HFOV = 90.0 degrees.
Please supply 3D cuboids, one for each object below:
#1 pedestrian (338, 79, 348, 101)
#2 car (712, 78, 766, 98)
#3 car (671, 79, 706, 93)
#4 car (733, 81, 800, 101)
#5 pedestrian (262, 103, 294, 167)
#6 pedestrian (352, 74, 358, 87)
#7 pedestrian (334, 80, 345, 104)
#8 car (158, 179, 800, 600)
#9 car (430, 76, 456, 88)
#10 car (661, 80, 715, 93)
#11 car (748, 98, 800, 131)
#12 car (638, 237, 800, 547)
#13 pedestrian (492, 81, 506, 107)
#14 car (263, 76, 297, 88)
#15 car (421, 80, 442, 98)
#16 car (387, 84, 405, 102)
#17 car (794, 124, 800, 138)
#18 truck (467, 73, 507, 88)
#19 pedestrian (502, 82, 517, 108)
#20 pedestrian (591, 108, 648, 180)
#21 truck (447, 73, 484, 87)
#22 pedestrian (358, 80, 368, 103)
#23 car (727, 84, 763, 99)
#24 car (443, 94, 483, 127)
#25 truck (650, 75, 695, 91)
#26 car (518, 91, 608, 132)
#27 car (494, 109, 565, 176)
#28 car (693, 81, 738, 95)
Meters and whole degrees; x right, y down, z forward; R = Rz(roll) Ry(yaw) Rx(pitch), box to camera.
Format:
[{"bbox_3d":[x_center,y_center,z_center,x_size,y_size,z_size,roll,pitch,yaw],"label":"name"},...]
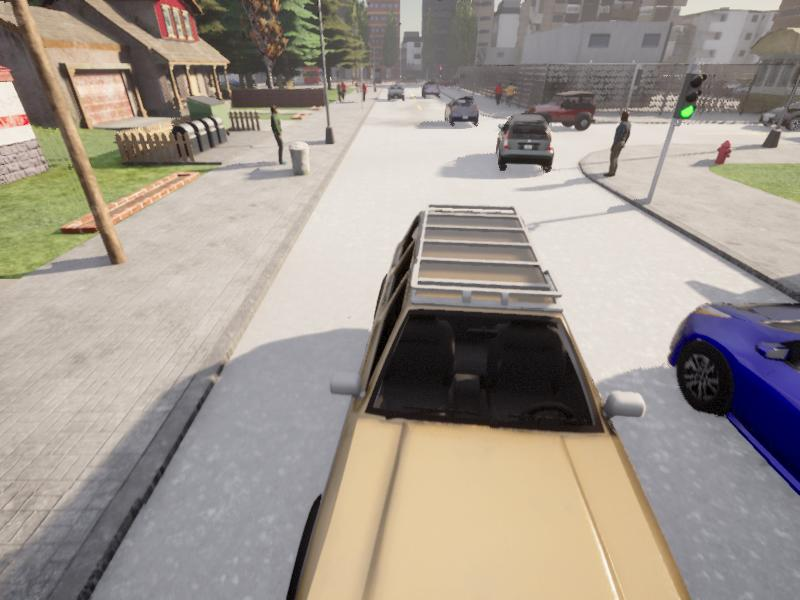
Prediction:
[{"bbox_3d":[-5.522,-20.324,38.804,0.751,1.860,0.751,0,30,0],"label":"pedestrian"},{"bbox_3d":[37.938,-23.758,44.826,3.866,1.878,1.905,0,30,0],"label":"car"},{"bbox_3d":[38.222,-28.439,53.176,1.789,1.547,3.705,0,30,0],"label":"car"},{"bbox_3d":[37.716,-21.505,41.170,4.611,1.667,2.242,0,30,0],"label":"car"},{"bbox_3d":[-4.073,-5.525,13.416,0.751,1.860,0.751,-8,31,-13],"label":"pedestrian"},{"bbox_3d":[-7.328,-35.807,65.370,0.751,1.860,0.751,-8,31,-13],"label":"pedestrian"},{"bbox_3d":[-5.509,-18.983,36.504,0.751,1.860,0.751,0,30,0],"label":"pedestrian"},{"bbox_3d":[0.565,0.560,3.212,1.932,1.855,4.605,3,31,5],"label":"car"},{"bbox_3d":[7.315,-37.035,67.990,3.988,1.617,1.851,-17,34,-27],"label":"car"},{"bbox_3d":[38.381,-28.492,53.410,5.357,1.415,2.033,0,30,0],"label":"car"},{"bbox_3d":[23.126,-10.450,22.484,4.902,1.511,2.128,0,30,0],"label":"car"},{"bbox_3d":[3.935,1.144,2.564,2.007,1.525,4.514,0,30,0],"label":"car"},{"bbox_3d":[8.327,-17.333,33.664,0.751,1.860,0.751,-4,30,-7],"label":"pedestrian"},{"bbox_3d":[-20.417,-37.297,68.408,5.027,1.651,2.152,0,30,0],"label":"car"},{"bbox_3d":[3.552,-24.597,46.626,2.033,1.649,4.856,0,30,0],"label":"car"},{"bbox_3d":[-0.396,-21.539,41.529,1.816,1.474,4.193,0,30,0],"label":"car"},{"bbox_3d":[22.001,-8.354,19.028,4.181,1.385,1.994,-1,30,-1],"label":"car"},{"bbox_3d":[14.813,-37.638,68.540,6.274,2.098,2.390,0,30,0],"label":"truck"},{"bbox_3d":[8.852,-16.565,32.347,0.751,1.860,0.751,-1,30,-1],"label":"pedestrian"},{"bbox_3d":[6.481,-4.626,11.881,0.751,1.860,0.751,-16,34,-25],"label":"pedestrian"},{"bbox_3d":[11.704,-39.642,71.975,6.274,2.098,2.390,0,30,0],"label":"truck"},{"bbox_3d":[-3.344,-19.103,36.710,0.751,1.860,0.751,1,30,1],"label":"pedestrian"},{"bbox_3d":[37.090,-22.486,43.058,2.207,1.379,1.481,0,30,0],"label":"car"},{"bbox_3d":[3.750,-11.662,24.532,1.845,1.501,3.633,0,30,0],"label":"car"},{"bbox_3d":[38.516,-30.757,56.675,4.478,2.038,2.069,0,30,0],"label":"truck"},{"bbox_3d":[8.866,-10.452,22.100,3.866,1.878,1.905,-3,30,-5],"label":"car"},{"bbox_3d":[4.465,-5.806,14.410,1.851,1.617,3.988,5,31,9],"label":"car"},{"bbox_3d":[38.828,-26.191,49.339,3.633,1.501,1.845,0,30,0],"label":"car"}]
